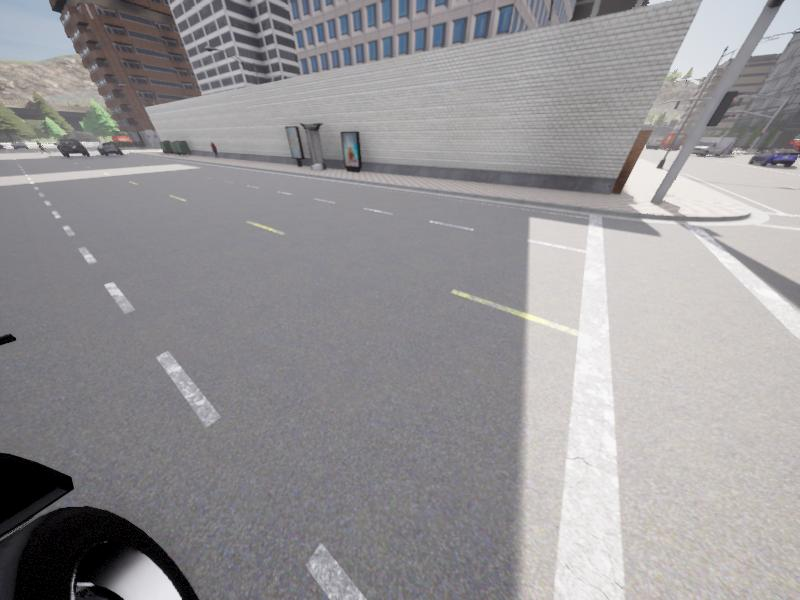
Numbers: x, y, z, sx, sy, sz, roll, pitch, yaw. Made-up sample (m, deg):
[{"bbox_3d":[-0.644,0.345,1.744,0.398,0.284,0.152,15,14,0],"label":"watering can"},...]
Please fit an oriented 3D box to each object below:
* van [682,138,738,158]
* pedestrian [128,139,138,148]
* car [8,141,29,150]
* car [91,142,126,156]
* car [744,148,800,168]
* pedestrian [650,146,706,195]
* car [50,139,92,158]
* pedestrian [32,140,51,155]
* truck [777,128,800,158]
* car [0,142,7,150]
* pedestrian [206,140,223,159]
[{"bbox_3d":[47.100,-23.204,35.129,6.366,2.431,2.351,-12,37,-17],"label":"van"},{"bbox_3d":[-63.651,-37.327,55.040,0.751,1.860,0.751,-28,44,-34],"label":"pedestrian"},{"bbox_3d":[-81.056,-32.806,49.079,4.193,1.474,1.816,22,41,28],"label":"car"},{"bbox_3d":[-43.324,-22.457,34.333,4.856,1.649,2.033,22,41,28],"label":"car"},{"bbox_3d":[38.182,-14.553,23.559,2.007,1.525,4.514,23,41,29],"label":"car"},{"bbox_3d":[12.489,-5.848,10.472,0.751,1.860,0.751,19,39,24],"label":"pedestrian"},{"bbox_3d":[-45.395,-21.004,31.905,5.566,2.045,2.150,22,41,28],"label":"car"},{"bbox_3d":[-54.371,-23.062,35.019,0.751,1.860,0.751,23,41,29],"label":"pedestrian"},{"bbox_3d":[62.840,-22.413,32.835,8.468,3.827,2.891,21,40,27],"label":"truck"},{"bbox_3d":[-86.307,-32.725,49.100,4.718,1.301,1.895,29,44,34],"label":"car"},{"bbox_3d":[-21.337,-17.317,26.593,0.751,1.860,0.751,25,42,30],"label":"pedestrian"}]
